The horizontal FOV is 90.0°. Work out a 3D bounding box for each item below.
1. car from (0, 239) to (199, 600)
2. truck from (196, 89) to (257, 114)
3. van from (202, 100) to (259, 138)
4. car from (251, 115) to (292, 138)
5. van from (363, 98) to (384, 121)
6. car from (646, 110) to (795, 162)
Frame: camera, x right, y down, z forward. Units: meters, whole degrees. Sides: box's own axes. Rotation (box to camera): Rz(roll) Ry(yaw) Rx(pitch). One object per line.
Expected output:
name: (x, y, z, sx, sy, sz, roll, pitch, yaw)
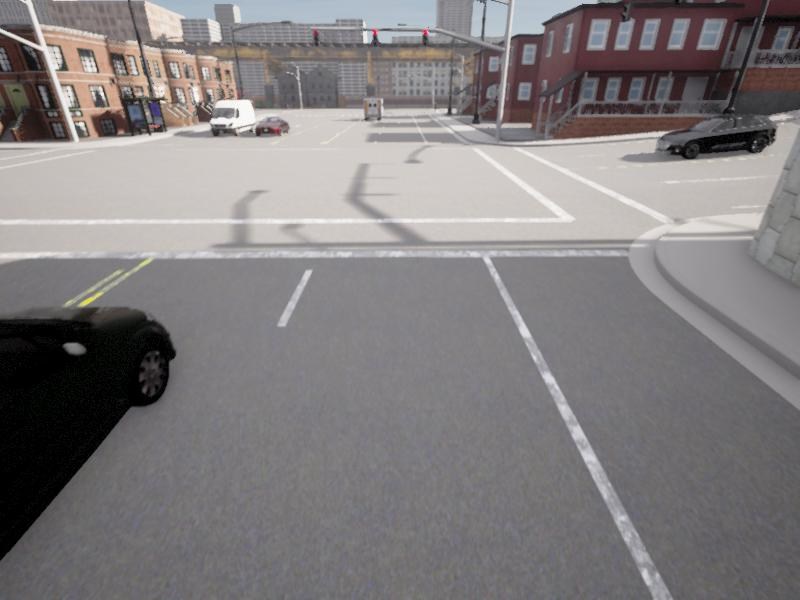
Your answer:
car: (-3.509, 0.964, 2.983, 1.851, 1.617, 3.988, 0, 27, 0)
truck: (-29.224, -33.646, 67.818, 8.468, 3.827, 2.891, 0, 27, 0)
van: (-13.939, -15.206, 33.375, 1.988, 2.561, 5.915, 0, 27, 0)
car: (-10.433, -14.296, 32.862, 1.994, 1.385, 4.181, 0, 27, 0)
van: (-3.395, -25.052, 52.499, 2.351, 2.431, 6.366, 0, 27, 0)
car: (14.618, -7.636, 18.545, 4.856, 1.649, 2.033, -4, 27, 2)
